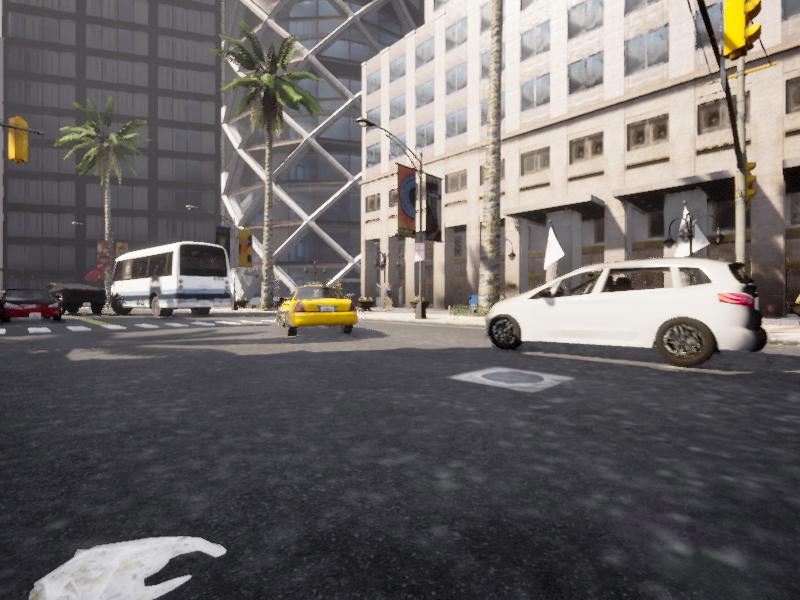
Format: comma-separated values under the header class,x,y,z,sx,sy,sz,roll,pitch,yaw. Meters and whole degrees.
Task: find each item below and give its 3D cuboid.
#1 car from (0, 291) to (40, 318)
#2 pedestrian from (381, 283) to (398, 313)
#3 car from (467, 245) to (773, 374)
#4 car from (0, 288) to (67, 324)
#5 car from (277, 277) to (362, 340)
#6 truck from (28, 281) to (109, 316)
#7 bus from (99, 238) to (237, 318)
class,x,y,z,sx,sy,sz,roll,pitch,yaw
car,-22.382,0.236,22.695,3.806,1.475,1.970,0,0,32
pedestrian,-0.648,-0.111,24.975,0.751,1.860,0.751,0,0,-38
car,3.853,0.154,7.593,2.242,1.667,4.611,0,-1,-45
car,-17.515,0.238,18.832,4.792,1.488,2.163,0,0,42
car,-2.812,0.201,12.778,1.801,1.575,5.366,0,0,-21
truck,-22.378,-0.074,26.896,6.274,2.098,2.390,0,0,32
bus,-15.273,-1.147,25.882,10.273,4.253,3.944,-1,0,37
